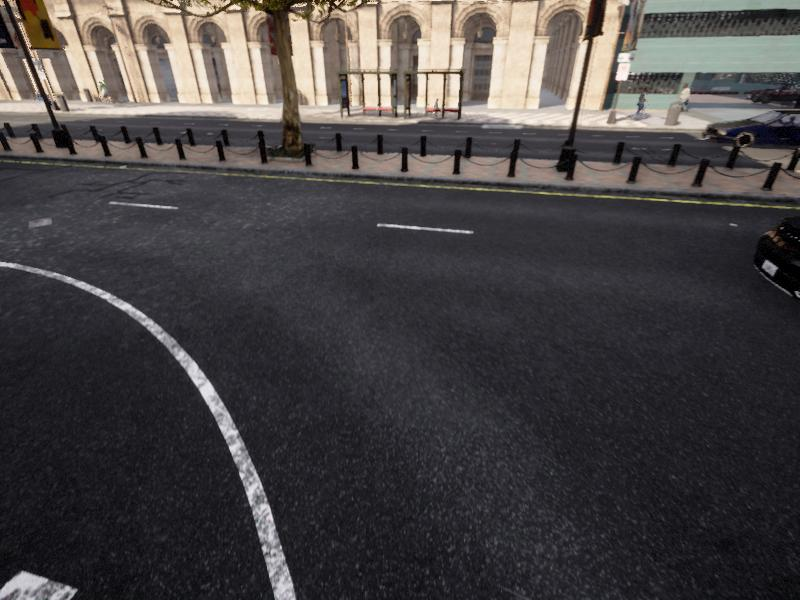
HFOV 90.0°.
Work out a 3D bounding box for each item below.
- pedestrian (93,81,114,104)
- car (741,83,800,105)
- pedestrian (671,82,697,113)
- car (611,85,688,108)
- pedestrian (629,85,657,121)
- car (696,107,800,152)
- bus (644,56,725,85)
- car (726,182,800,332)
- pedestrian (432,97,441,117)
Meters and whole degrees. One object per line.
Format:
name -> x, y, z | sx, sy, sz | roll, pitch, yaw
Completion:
pedestrian -> -27.405, -19.234, 37.026 | 0.751, 1.860, 0.751 | 7, 31, 12
car -> 32.558, -17.458, 33.903 | 4.902, 1.511, 2.128 | 7, 31, 12
pedestrian -> 19.448, -13.879, 27.429 | 0.751, 1.860, 0.751 | 6, 31, 10
car -> 20.317, -16.768, 32.910 | 4.786, 1.482, 2.161 | 7, 31, 12
pedestrian -> 14.209, -11.530, 23.453 | 0.751, 1.860, 0.751 | 5, 31, 9
car -> 16.051, -7.134, 16.717 | 5.357, 1.411, 2.033 | 7, 31, 12
bus -> 50.515, -40.998, 71.576 | 10.273, 4.253, 3.944 | 9, 31, 15
car -> 7.702, -0.399, 5.156 | 4.892, 1.490, 1.837 | 7, 31, 12
pedestrian -> 2.384, -12.700, 26.317 | 0.500, 1.100, 0.500 | 7, 31, 12
